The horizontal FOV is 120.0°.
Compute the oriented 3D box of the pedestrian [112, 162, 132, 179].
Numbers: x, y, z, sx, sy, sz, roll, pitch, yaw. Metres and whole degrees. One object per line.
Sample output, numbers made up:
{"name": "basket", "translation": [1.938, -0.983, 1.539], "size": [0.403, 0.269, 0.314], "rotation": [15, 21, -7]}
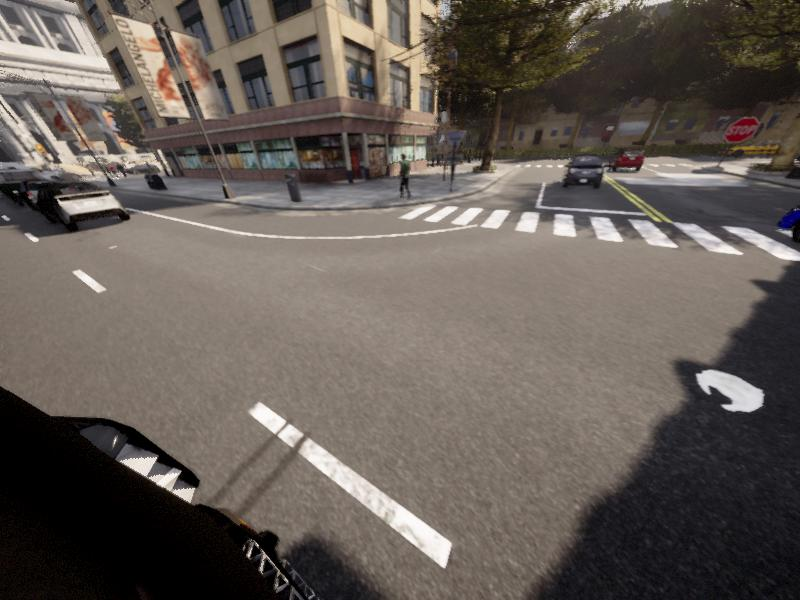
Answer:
{"name": "pedestrian", "translation": [-35.249, -16.431, 29.260], "size": [0.751, 1.860, 0.751], "rotation": [17, 38, 27]}

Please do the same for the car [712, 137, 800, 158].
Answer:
{"name": "car", "translation": [37.428, -15.837, 24.074], "size": [5.366, 1.575, 1.801], "rotation": [16, 38, 26]}

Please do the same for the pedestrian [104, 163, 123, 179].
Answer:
{"name": "pedestrian", "translation": [-39.737, -17.876, 32.029], "size": [0.751, 1.860, 0.751], "rotation": [17, 38, 27]}

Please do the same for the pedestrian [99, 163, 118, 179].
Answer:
{"name": "pedestrian", "translation": [-41.612, -18.445, 33.018], "size": [0.751, 1.860, 0.751], "rotation": [16, 37, 25]}

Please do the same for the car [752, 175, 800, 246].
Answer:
{"name": "car", "translation": [10.025, -1.200, 3.785], "size": [1.816, 1.474, 4.193], "rotation": [-4, 33, -2]}

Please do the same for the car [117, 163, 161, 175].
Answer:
{"name": "car", "translation": [-46.635, -23.492, 41.407], "size": [2.163, 1.488, 4.792], "rotation": [16, 38, 26]}

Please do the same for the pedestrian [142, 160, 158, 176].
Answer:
{"name": "pedestrian", "translation": [-34.333, -18.104, 31.737], "size": [0.751, 1.860, 0.751], "rotation": [23, 41, 33]}

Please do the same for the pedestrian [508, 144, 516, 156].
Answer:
{"name": "pedestrian", "translation": [20.304, -27.197, 41.886], "size": [0.751, 1.860, 0.751], "rotation": [16, 38, 25]}

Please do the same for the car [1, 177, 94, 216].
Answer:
{"name": "car", "translation": [-18.922, -5.652, 12.428], "size": [3.633, 1.501, 1.845], "rotation": [16, 38, 26]}

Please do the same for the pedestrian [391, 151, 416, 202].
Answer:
{"name": "pedestrian", "translation": [0.167, -5.472, 10.257], "size": [0.751, 1.860, 0.751], "rotation": [-24, 39, -29]}

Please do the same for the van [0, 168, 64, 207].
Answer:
{"name": "van", "translation": [-24.731, -7.468, 15.158], "size": [4.442, 1.987, 1.775], "rotation": [16, 38, 26]}

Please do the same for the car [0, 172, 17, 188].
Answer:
{"name": "car", "translation": [-48.922, -13.625, 26.580], "size": [2.163, 1.488, 4.792], "rotation": [16, 38, 26]}

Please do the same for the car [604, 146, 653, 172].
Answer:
{"name": "car", "translation": [18.121, -11.328, 18.545], "size": [1.789, 1.549, 3.705], "rotation": [15, 37, 25]}

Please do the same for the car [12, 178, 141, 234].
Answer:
{"name": "car", "translation": [-13.501, -4.078, 9.679], "size": [4.514, 1.525, 2.007], "rotation": [16, 38, 26]}

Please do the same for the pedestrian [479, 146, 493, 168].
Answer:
{"name": "pedestrian", "translation": [8.514, -14.141, 22.857], "size": [0.751, 1.860, 0.751], "rotation": [27, 43, 37]}

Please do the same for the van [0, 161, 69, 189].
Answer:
{"name": "van", "translation": [-44.513, -14.509, 26.768], "size": [2.351, 2.431, 6.366], "rotation": [16, 38, 26]}

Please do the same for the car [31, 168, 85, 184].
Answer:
{"name": "car", "translation": [-45.781, -16.706, 31.002], "size": [1.845, 1.501, 3.633], "rotation": [16, 38, 26]}

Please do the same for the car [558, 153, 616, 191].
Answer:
{"name": "car", "translation": [10.171, -7.233, 12.883], "size": [1.845, 1.501, 3.633], "rotation": [15, 37, 25]}

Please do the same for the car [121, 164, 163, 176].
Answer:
{"name": "car", "translation": [-43.952, -22.239, 39.423], "size": [1.994, 1.385, 4.181], "rotation": [16, 38, 26]}

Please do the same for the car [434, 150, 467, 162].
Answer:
{"name": "car", "translation": [8.414, -24.121, 38.626], "size": [5.008, 1.535, 1.882], "rotation": [16, 38, 26]}
